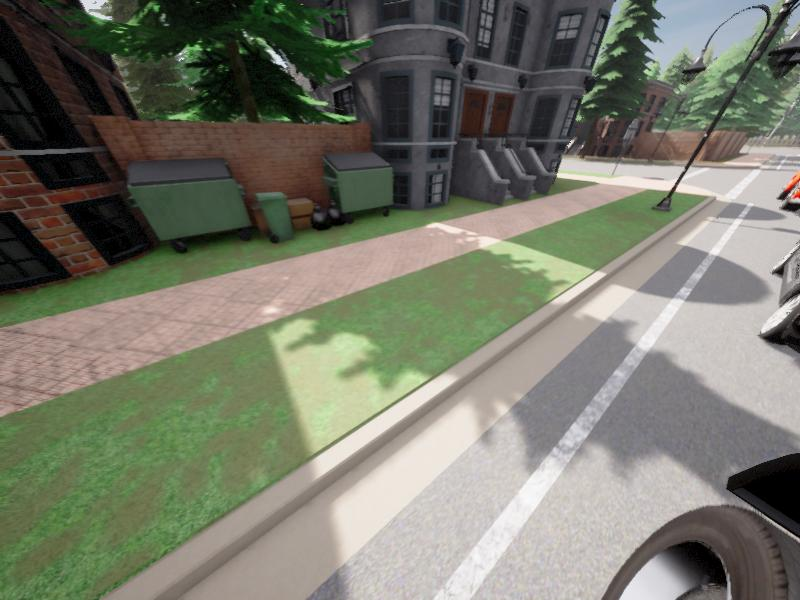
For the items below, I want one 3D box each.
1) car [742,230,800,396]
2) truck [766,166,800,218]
[{"bbox_3d":[6.681,-0.264,2.801,5.238,1.638,1.930,-22,41,-28],"label":"car"},{"bbox_3d":[15.694,-4.294,7.724,5.204,2.467,2.627,-22,41,-28],"label":"truck"}]
